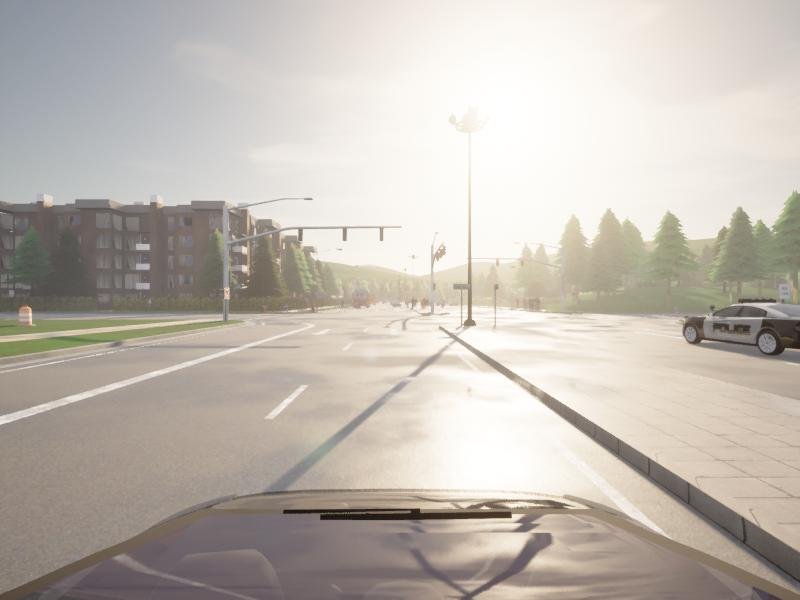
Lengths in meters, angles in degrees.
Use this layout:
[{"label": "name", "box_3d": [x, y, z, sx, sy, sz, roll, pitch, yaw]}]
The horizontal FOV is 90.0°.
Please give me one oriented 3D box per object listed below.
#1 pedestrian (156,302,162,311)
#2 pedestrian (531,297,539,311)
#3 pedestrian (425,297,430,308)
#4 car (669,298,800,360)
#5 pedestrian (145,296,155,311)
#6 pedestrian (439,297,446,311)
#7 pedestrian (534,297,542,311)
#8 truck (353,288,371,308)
[{"label": "pedestrian", "box_3d": [-30.560, 0.865, 50.714, 0.500, 1.100, 0.500, 0, 0, 1]}, {"label": "pedestrian", "box_3d": [17.922, 0.473, 53.253, 0.751, 1.860, 0.751, 0, 0, -40]}, {"label": "pedestrian", "box_3d": [4.889, 0.485, 70.711, 0.751, 1.860, 0.751, 0, 0, 2]}, {"label": "car", "box_3d": [11.476, 0.771, 13.033, 1.930, 1.638, 5.238, 0, 0, 0]}, {"label": "pedestrian", "box_3d": [-31.384, 0.485, 50.159, 0.751, 1.860, 0.751, 0, 0, 11]}, {"label": "pedestrian", "box_3d": [5.572, 0.485, 52.521, 0.751, 1.860, 0.751, 0, 0, -5]}, {"label": "pedestrian", "box_3d": [18.624, 0.473, 53.936, 0.751, 1.860, 0.751, 0, 0, -37]}, {"label": "truck", "box_3d": [-7.593, -0.325, 80.316, 2.891, 3.827, 8.468, 0, 0, -1]}]
